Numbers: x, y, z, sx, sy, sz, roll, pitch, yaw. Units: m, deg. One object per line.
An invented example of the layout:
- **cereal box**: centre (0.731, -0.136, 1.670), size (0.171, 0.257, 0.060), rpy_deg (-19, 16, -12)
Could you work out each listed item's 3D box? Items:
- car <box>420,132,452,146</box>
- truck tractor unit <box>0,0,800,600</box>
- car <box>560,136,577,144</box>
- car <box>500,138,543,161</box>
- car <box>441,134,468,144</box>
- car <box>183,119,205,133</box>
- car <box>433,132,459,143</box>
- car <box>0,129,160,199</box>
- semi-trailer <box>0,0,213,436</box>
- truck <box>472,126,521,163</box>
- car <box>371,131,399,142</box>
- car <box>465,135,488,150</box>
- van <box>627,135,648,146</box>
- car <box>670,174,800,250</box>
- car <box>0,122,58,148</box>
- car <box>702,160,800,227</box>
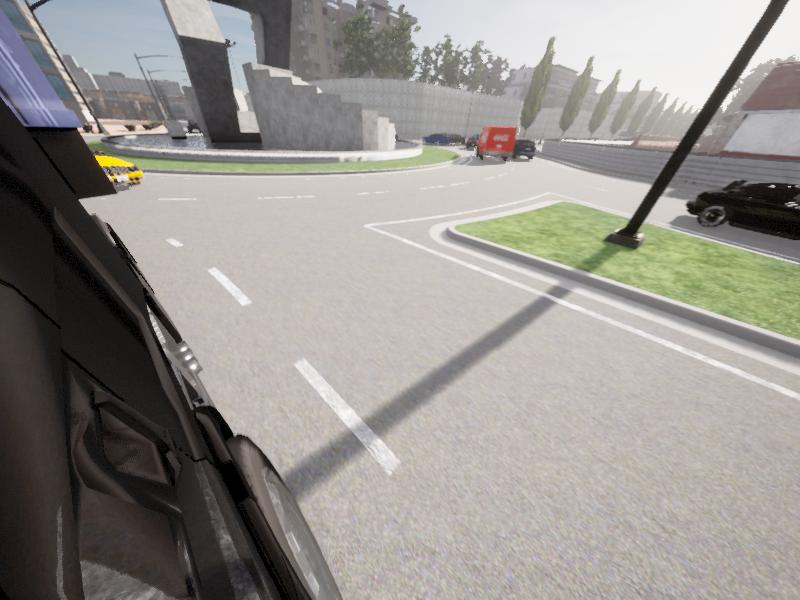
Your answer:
- **car**: centre (5.780, -26.003, 37.312), size (1.882, 1.535, 5.008), rpy_deg (-25, 45, -32)
- **truck tractor unit**: centre (-2.645, -0.295, 0.351), size (6.516, 4.208, 3.053), rpy_deg (28, 44, 30)
- **car**: centre (47.790, -45.356, 65.461), size (5.366, 1.575, 1.801), rpy_deg (-23, 44, -30)
- **car**: centre (12.147, -15.427, 23.544), size (2.033, 1.649, 4.856), rpy_deg (3, 36, 1)
- **car**: centre (10.040, -29.633, 42.478), size (4.674, 1.442, 1.812), rpy_deg (-21, 43, -28)
- **car**: centre (-35.679, -30.202, 40.087), size (1.905, 1.878, 3.866), rpy_deg (-18, 41, -25)
- **car**: centre (9.033, -31.802, 45.247), size (4.974, 1.542, 2.038), rpy_deg (-21, 43, -30)
- **car**: centre (-11.826, -4.833, 8.035), size (5.366, 1.575, 1.801), rpy_deg (11, 38, 11)
- **semi-trailer**: centre (-9.507, -2.878, 3.211), size (14.254, 4.402, 2.717), rpy_deg (18, 39, 19)
- **truck**: centre (8.624, -14.478, 21.359), size (2.627, 2.467, 5.204), rpy_deg (5, 36, 3)
- **car**: centre (-2.666, -29.755, 41.993), size (4.718, 1.301, 1.895), rpy_deg (4, 37, 1)
- **car**: centre (11.058, -22.707, 33.252), size (2.038, 1.542, 4.974), rpy_deg (17, 39, 18)
- **van**: centre (67.781, -45.533, 65.980), size (5.915, 2.561, 1.988), rpy_deg (-23, 44, -30)
- **car**: centre (11.161, -2.219, 6.191), size (1.895, 1.301, 4.718), rpy_deg (-15, 40, -22)
- **car**: centre (-28.588, -12.220, 17.027), size (1.994, 1.385, 4.181), rpy_deg (-13, 40, -20)
- **car**: centre (14.292, -3.178, 7.369), size (1.930, 1.638, 5.238), rpy_deg (-15, 40, -22)
